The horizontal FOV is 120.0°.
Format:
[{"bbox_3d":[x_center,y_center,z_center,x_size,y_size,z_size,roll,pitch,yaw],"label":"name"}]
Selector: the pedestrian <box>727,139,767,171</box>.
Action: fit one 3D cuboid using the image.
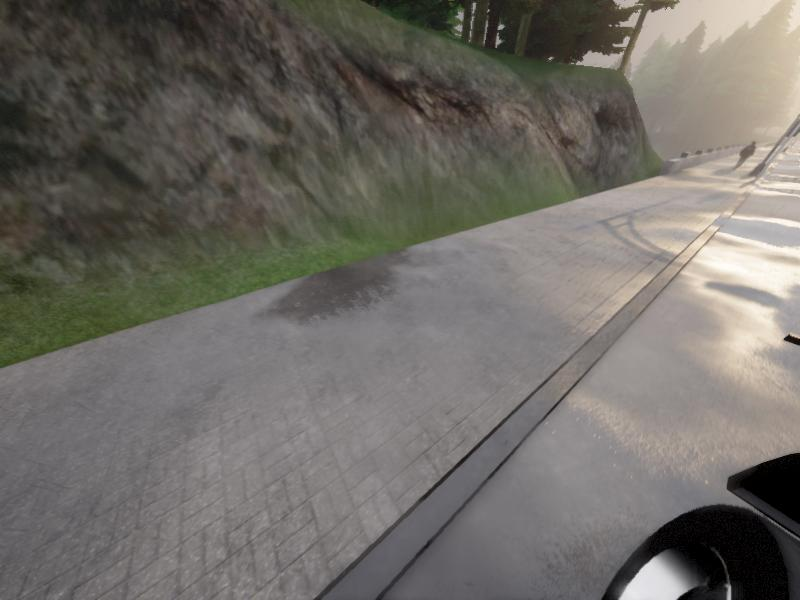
[{"bbox_3d":[25.183,-10.544,16.806,0.751,1.860,0.751,-20,40,-26],"label":"pedestrian"}]
